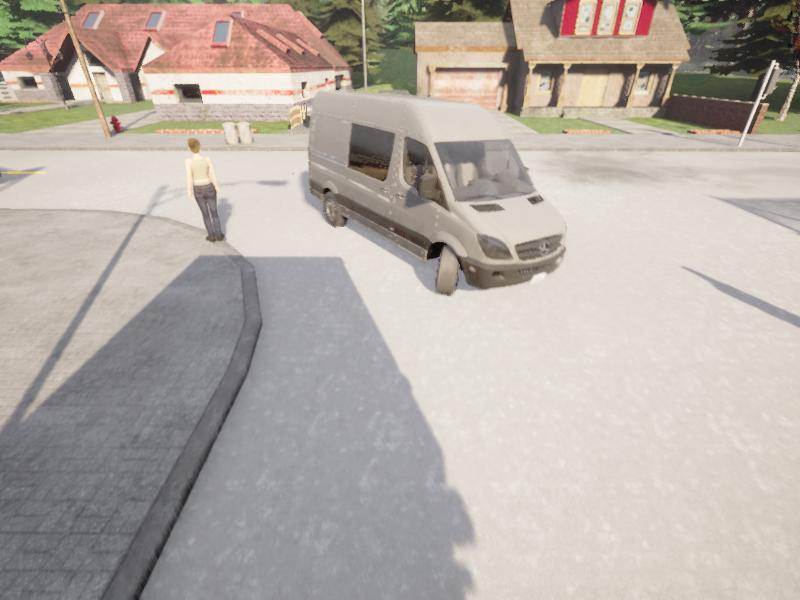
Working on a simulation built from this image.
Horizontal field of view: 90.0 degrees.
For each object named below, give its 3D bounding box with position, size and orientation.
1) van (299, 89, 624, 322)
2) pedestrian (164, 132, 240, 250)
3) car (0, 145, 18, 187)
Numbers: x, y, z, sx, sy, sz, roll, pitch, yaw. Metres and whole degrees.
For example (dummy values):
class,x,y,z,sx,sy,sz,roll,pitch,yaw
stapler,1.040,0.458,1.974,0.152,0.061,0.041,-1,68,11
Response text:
class,x,y,z,sx,sy,sz,roll,pitch,yaw
van,0.347,-2.296,7.405,1.988,2.561,5.915,-16,34,-32
pedestrian,-3.561,-1.973,7.268,0.751,1.860,0.751,-17,35,-27
car,-13.428,-3.806,10.951,3.705,1.549,1.789,0,30,0
